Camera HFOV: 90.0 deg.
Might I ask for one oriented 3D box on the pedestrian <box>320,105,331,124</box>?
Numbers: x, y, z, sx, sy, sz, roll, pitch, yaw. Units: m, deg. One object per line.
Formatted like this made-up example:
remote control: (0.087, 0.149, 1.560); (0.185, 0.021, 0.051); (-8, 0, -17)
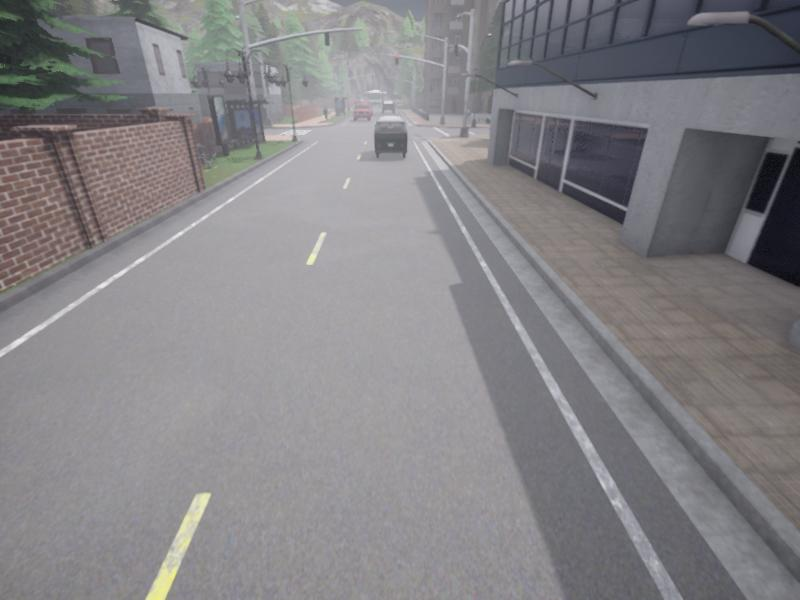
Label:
pedestrian: (-8.260, -20.653, 44.509); (0.751, 1.860, 0.751); (-23, 35, -37)

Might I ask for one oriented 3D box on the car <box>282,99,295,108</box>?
car: (-28.008, -49.373, 100.509); (1.932, 1.855, 4.605); (-1, 27, -3)

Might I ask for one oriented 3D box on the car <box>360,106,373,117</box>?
car: (-5.341, -30.231, 64.150); (1.994, 1.385, 4.181); (-1, 27, -2)

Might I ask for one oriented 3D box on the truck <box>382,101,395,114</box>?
truck: (-2.180, -36.216, 75.052); (2.390, 2.098, 6.274); (-1, 27, -1)

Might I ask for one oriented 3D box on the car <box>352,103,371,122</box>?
car: (-4.989, -24.906, 53.010); (2.150, 2.045, 5.566); (-1, 27, -1)

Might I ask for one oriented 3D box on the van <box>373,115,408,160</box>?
van: (-0.530, -9.199, 22.433); (1.775, 1.987, 4.442); (-1, 27, -2)

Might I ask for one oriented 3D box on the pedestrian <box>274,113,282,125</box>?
pedestrian: (-13.007, -19.292, 42.625); (0.500, 1.100, 0.500); (3, 27, 6)
